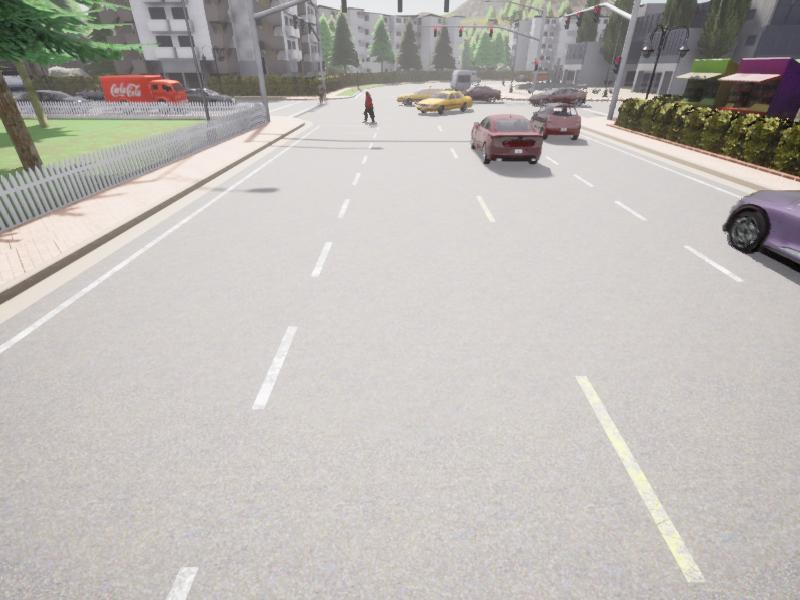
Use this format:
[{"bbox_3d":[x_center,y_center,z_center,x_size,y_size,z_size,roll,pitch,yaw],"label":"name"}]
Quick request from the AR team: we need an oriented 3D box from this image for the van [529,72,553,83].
[{"bbox_3d":[30.335,-47.900,86.058,4.442,1.987,1.775,-12,32,-19],"label":"van"}]

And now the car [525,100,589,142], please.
[{"bbox_3d":[7.583,-8.888,19.717,1.845,1.501,3.633,2,30,3],"label":"car"}]

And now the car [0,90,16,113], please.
[{"bbox_3d":[-32.486,-14.972,30.196,4.892,1.490,1.837,1,30,2],"label":"car"}]

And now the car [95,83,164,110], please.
[{"bbox_3d":[-22.066,-16.724,32.797,3.866,1.878,1.905,1,30,2],"label":"car"}]

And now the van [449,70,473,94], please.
[{"bbox_3d":[7.842,-28.379,52.054,1.988,2.561,5.915,0,30,-1],"label":"van"}]

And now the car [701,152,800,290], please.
[{"bbox_3d":[7.318,-0.869,5.886,2.033,1.649,4.856,0,30,1],"label":"car"}]

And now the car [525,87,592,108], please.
[{"bbox_3d":[13.588,-17.513,34.533,4.792,1.488,2.163,-1,30,-2],"label":"car"}]

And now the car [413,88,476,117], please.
[{"bbox_3d":[3.363,-14.804,29.802,1.801,1.575,5.366,24,38,34],"label":"car"}]

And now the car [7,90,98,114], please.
[{"bbox_3d":[-25.929,-14.856,29.994,4.892,1.490,1.837,1,30,2],"label":"car"}]

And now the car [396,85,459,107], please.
[{"bbox_3d":[2.365,-17.926,35.148,5.366,1.575,1.801,1,30,2],"label":"car"}]

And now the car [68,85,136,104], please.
[{"bbox_3d":[-28.213,-19.564,38.026,4.514,1.525,2.007,-5,31,-9],"label":"car"}]

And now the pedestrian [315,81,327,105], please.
[{"bbox_3d":[-7.149,-18.711,36.173,0.751,1.860,0.751,2,30,3],"label":"pedestrian"}]

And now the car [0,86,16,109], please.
[{"bbox_3d":[-35.747,-16.851,33.290,5.027,1.651,2.152,1,30,2],"label":"car"}]

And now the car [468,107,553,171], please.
[{"bbox_3d":[3.929,-6.273,15.234,1.882,1.535,5.008,0,30,0],"label":"car"}]

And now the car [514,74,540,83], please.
[{"bbox_3d":[28.117,-49.047,88.667,5.027,1.651,2.152,-14,33,-22],"label":"car"}]

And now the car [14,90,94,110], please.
[{"bbox_3d":[-28.538,-16.583,33.149,4.718,1.301,1.895,1,30,2],"label":"car"}]

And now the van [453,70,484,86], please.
[{"bbox_3d":[12.675,-41.026,73.852,2.351,2.431,6.366,24,38,35],"label":"van"}]

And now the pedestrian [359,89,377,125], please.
[{"bbox_3d":[-1.868,-11.443,23.723,0.751,1.860,0.751,-14,33,-23],"label":"pedestrian"}]

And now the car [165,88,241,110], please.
[{"bbox_3d":[-15.995,-16.454,32.708,4.902,1.511,2.128,1,30,2],"label":"car"}]

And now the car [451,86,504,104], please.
[{"bbox_3d":[7.272,-19.545,38.054,4.674,1.442,1.812,1,30,2],"label":"car"}]

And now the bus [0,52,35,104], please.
[{"bbox_3d":[-43.037,-21.589,38.794,10.273,4.253,3.944,1,30,2],"label":"bus"}]

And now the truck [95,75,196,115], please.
[{"bbox_3d":[-18.577,-15.148,29.522,5.204,2.467,2.627,1,30,2],"label":"truck"}]
